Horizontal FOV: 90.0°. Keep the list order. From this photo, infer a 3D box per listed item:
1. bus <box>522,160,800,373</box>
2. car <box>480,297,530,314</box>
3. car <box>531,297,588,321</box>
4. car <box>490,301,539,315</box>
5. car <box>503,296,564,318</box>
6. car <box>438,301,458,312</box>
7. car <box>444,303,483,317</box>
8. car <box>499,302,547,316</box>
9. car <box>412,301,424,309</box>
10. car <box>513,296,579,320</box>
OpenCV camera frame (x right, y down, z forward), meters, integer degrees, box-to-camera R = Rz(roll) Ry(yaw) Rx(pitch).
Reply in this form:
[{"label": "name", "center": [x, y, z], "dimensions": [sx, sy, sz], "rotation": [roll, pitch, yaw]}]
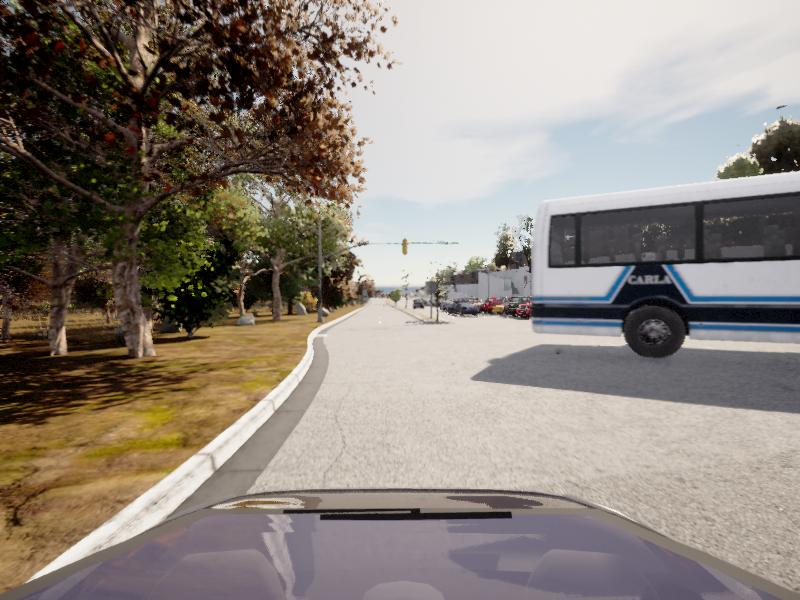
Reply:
[{"label": "bus", "center": [8.709, -0.750, 9.847], "dimensions": [10.273, 4.253, 3.944], "rotation": [0, 3, 29]}, {"label": "car", "center": [12.900, 0.659, 48.964], "dimensions": [5.566, 2.045, 2.435], "rotation": [1, 0, -23]}, {"label": "car", "center": [13.523, 0.732, 33.889], "dimensions": [4.442, 1.987, 1.878], "rotation": [1, 0, -23]}, {"label": "car", "center": [13.205, 0.918, 46.027], "dimensions": [5.366, 1.575, 1.946], "rotation": [1, 0, -23]}, {"label": "car", "center": [13.372, 0.687, 39.963], "dimensions": [5.566, 2.045, 2.435], "rotation": [1, 0, -23]}, {"label": "car", "center": [7.147, 0.923, 59.639], "dimensions": [2.163, 1.488, 4.792], "rotation": [0, 0, -2]}, {"label": "car", "center": [6.790, 1.010, 43.603], "dimensions": [2.033, 1.411, 5.357], "rotation": [0, 0, -16]}, {"label": "car", "center": [13.186, 0.969, 42.954], "dimensions": [4.674, 1.452, 2.002], "rotation": [1, 0, -23]}, {"label": "car", "center": [3.377, 0.948, 74.653], "dimensions": [1.816, 1.474, 4.193], "rotation": [0, 0, -3]}, {"label": "car", "center": [13.469, 0.697, 36.927], "dimensions": [5.566, 2.045, 2.435], "rotation": [1, 0, -23]}]
